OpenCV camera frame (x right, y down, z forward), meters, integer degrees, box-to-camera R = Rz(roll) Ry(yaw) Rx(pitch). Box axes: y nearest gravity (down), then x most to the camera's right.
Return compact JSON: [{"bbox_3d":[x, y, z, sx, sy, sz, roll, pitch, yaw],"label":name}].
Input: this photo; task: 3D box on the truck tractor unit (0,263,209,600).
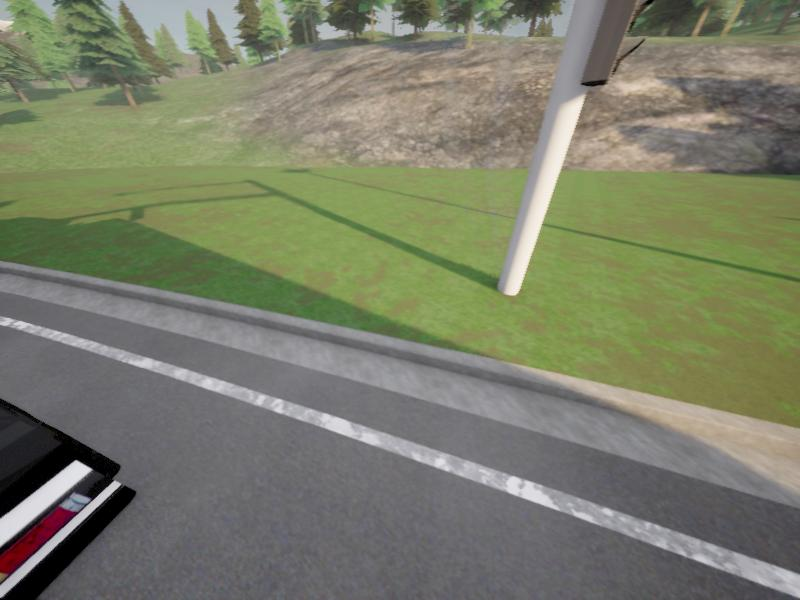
[{"bbox_3d":[-5.284,-0.073,0.462,6.516,4.208,3.053,10,37,14],"label":"truck tractor unit"}]
